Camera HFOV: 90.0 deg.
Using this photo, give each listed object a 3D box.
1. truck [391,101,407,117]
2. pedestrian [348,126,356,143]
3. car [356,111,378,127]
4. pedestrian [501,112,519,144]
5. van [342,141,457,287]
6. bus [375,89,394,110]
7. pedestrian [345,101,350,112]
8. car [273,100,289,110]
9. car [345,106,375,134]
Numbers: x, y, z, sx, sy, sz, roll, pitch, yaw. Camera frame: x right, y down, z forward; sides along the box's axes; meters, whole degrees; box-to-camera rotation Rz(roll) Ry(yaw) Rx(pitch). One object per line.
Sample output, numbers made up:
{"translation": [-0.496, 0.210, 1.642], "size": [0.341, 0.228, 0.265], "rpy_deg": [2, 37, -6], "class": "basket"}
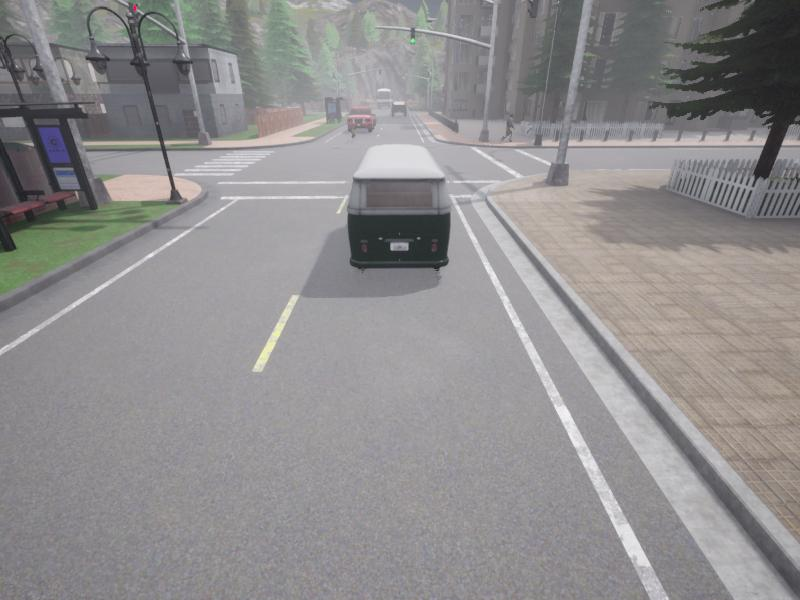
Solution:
{"translation": [-0.139, -30.582, 63.911], "size": [2.390, 2.098, 6.274], "rpy_deg": [0, 27, 0], "class": "truck"}
{"translation": [-3.318, -11.435, 27.645], "size": [0.500, 1.100, 0.500], "rpy_deg": [-3, 27, -6], "class": "pedestrian"}
{"translation": [-3.595, -20.054, 44.198], "size": [1.994, 1.385, 4.181], "rpy_deg": [0, 27, 0], "class": "car"}
{"translation": [7.182, -11.265, 26.182], "size": [0.751, 1.860, 0.751], "rpy_deg": [1, 27, 2], "class": "pedestrian"}
{"translation": [-0.047, -2.140, 8.620], "size": [1.775, 1.987, 4.442], "rpy_deg": [0, 27, -1], "class": "van"}
{"translation": [-3.590, -47.977, 95.447], "size": [3.944, 4.253, 10.273], "rpy_deg": [0, 27, 0], "class": "bus"}
{"translation": [-10.036, -36.819, 76.242], "size": [0.751, 1.860, 0.751], "rpy_deg": [-5, 28, -10], "class": "pedestrian"}
{"translation": [-25.206, -41.424, 84.948], "size": [1.932, 1.855, 4.605], "rpy_deg": [-1, 27, -1], "class": "car"}
{"translation": [-3.578, -16.705, 36.929], "size": [2.150, 2.045, 5.566], "rpy_deg": [0, 27, 0], "class": "car"}
